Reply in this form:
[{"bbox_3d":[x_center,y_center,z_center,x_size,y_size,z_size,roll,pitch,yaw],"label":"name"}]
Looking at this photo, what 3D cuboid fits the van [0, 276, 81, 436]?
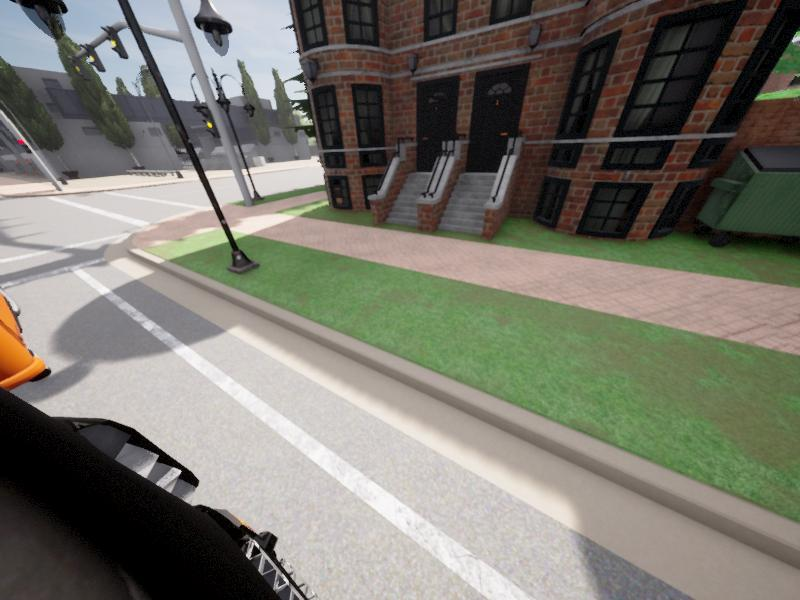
[{"bbox_3d":[-5.944,0.083,2.356,4.442,1.987,1.775,16,38,26],"label":"van"}]
